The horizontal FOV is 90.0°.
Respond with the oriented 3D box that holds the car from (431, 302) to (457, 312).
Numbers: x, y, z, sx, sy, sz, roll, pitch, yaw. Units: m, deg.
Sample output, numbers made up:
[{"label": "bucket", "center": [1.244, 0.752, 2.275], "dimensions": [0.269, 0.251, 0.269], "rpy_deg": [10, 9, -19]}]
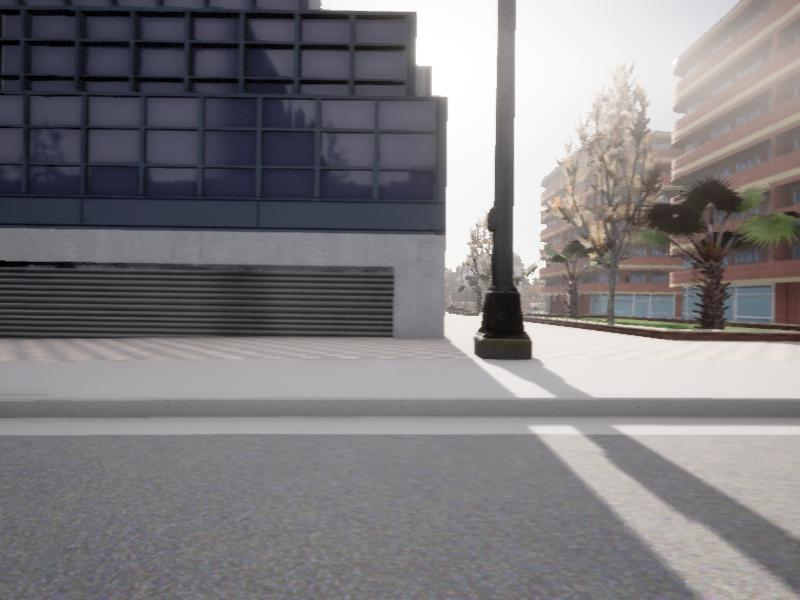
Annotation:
[{"label": "car", "center": [6.916, 1.113, 62.954], "dimensions": [3.806, 1.475, 1.970], "rpy_deg": [1, 0, 0]}]
